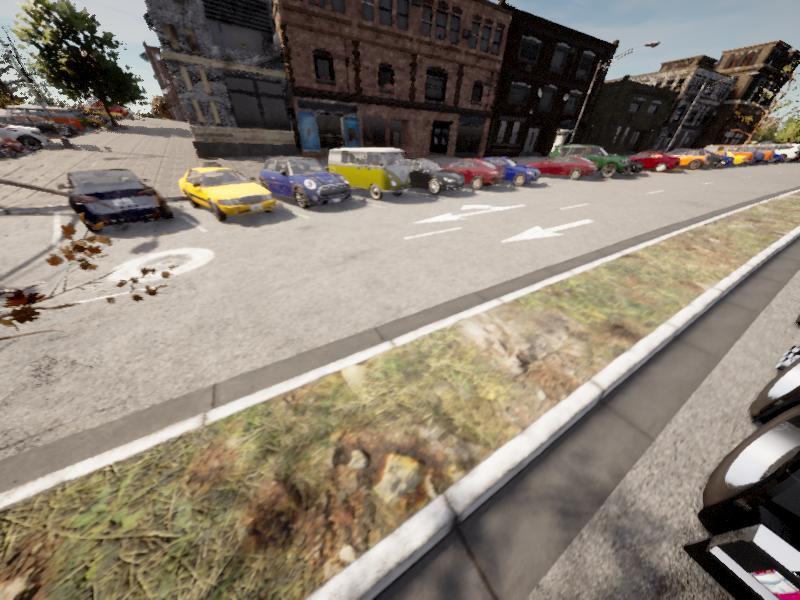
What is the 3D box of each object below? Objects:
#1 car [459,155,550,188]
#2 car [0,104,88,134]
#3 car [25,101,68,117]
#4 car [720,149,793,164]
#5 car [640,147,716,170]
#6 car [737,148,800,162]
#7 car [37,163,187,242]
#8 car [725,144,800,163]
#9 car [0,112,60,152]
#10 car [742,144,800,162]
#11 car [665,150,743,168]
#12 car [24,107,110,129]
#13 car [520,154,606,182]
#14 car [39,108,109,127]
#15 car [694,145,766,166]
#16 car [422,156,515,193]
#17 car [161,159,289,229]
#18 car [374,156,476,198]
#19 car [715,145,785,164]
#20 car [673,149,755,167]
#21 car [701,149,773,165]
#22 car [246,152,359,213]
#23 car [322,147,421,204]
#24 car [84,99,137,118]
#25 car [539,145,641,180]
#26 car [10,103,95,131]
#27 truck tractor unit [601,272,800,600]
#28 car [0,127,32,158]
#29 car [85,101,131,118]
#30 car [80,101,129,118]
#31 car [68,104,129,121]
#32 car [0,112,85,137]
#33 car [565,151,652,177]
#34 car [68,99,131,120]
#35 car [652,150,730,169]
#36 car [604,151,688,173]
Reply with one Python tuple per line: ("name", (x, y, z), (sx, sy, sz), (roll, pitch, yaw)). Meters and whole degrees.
("car", (6.459, -8.319, 14.766), (4.674, 1.452, 2.002), (27, 42, 34))
("car", (-35.149, -17.809, 22.836), (1.878, 1.987, 4.442), (27, 42, 24))
("car", (-52.446, -28.499, 34.438), (2.128, 1.511, 4.902), (-20, 45, -30))
("car", (47.284, -19.318, 30.913), (2.097, 1.535, 5.008), (-28, 43, -35))
("car", (28.094, -14.504, 23.587), (4.553, 1.767, 2.185), (29, 44, 35))
("car", (52.770, -20.696, 32.946), (2.097, 1.535, 5.008), (-28, 43, -35))
("car", (-9.455, -3.495, 7.660), (4.792, 1.488, 2.163), (25, 42, 32))
("car", (50.006, -20.223, 31.801), (2.435, 2.045, 5.566), (-29, 43, -35))
("car", (-28.230, -11.292, 15.460), (2.435, 2.045, 5.566), (27, 42, 24))
("car", (55.490, -21.601, 33.832), (2.435, 2.045, 5.566), (-29, 43, -35))
("car", (33.556, -15.845, 25.789), (2.097, 1.535, 5.008), (-29, 43, -36))
("car", (-38.426, -21.081, 26.914), (1.946, 1.575, 5.366), (27, 42, 24))
("car", (11.814, -9.886, 17.072), (4.674, 1.452, 2.002), (27, 43, 34))
("car", (-40.245, -22.616, 28.682), (2.002, 1.452, 4.674), (27, 42, 24))
("car", (39.129, -17.382, 27.655), (1.878, 1.987, 4.442), (-29, 43, -36))
("car", (3.794, -7.516, 13.583), (4.674, 1.452, 2.002), (26, 42, 33))
("car", (-6.639, -4.201, 8.632), (5.366, 1.575, 1.946), (25, 41, 32))
("car", (1.133, -6.746, 12.382), (4.892, 1.521, 2.231), (26, 42, 33))
("car", (44.624, -18.769, 29.701), (1.878, 1.987, 4.442), (-28, 43, -35))
("car", (36.166, -16.616, 26.924), (1.946, 1.575, 5.366), (-29, 44, -35))
("car", (41.769, -17.921, 28.905), (2.163, 1.488, 4.792), (-29, 43, -35))
("car", (-4.174, -5.217, 9.908), (4.553, 1.767, 2.185), (26, 41, 33))
("car", (-1.423, -6.073, 10.987), (4.442, 1.987, 1.878), (26, 42, 33))
("car", (-54.134, -35.818, 43.341), (2.435, 2.045, 5.566), (23, 39, 27))
("car", (14.531, -10.893, 18.037), (5.566, 2.045, 2.435), (27, 42, 34))
("car", (-36.864, -19.464, 24.704), (1.878, 1.987, 4.442), (27, 42, 24))
("truck tractor unit", (5.124, -0.285, 0.765), (6.516, 4.208, 3.053), (-18, 39, -24))
("car", (-26.555, -9.400, 13.756), (2.002, 1.452, 4.674), (27, 42, 24))
("car", (-52.375, -34.231, 41.577), (2.185, 1.767, 4.553), (24, 40, 25))
("car", (-50.658, -32.608, 39.688), (2.185, 1.767, 4.553), (26, 41, 24))
("car", (-47.039, -29.317, 36.203), (1.946, 1.575, 5.366), (26, 42, 24))
("car", (-33.403, -16.032, 21.186), (2.231, 1.521, 4.892), (27, 42, 24))
("car", (17.204, -11.459, 19.320), (5.008, 1.535, 2.097), (28, 43, 35))
("car", (-48.876, -31.056, 37.755), (2.435, 2.045, 5.566), (27, 42, 23))
("car", (30.824, -15.123, 24.726), (2.231, 1.521, 4.892), (-29, 44, -36))
("car", (22.628, -12.949, 21.516), (5.008, 1.535, 2.097), (28, 43, 35))
